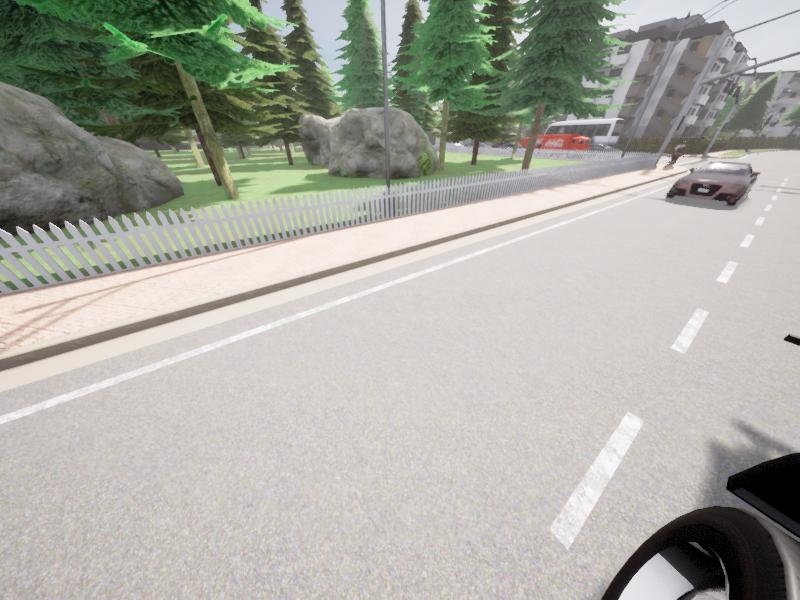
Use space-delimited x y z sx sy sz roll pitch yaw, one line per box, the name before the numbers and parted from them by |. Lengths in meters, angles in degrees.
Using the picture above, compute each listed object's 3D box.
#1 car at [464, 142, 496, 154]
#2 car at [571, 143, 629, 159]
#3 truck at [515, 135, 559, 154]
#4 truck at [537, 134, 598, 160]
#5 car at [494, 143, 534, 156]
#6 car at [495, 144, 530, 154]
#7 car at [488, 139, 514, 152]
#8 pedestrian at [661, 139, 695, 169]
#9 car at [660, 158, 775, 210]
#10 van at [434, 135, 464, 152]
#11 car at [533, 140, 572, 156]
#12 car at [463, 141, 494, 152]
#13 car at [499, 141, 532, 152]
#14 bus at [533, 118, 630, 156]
car | 13.349 -25.724 39.044 1.837 1.490 4.892 -21 40 -26
car | 25.194 -18.952 29.334 2.128 1.511 4.902 -21 40 -26
truck | 22.294 -25.612 37.975 2.627 2.467 5.204 -21 40 -26
truck | 20.918 -19.422 29.198 2.627 2.467 5.204 -21 40 -26
car | 16.917 -22.565 34.535 1.837 1.490 4.892 -21 40 -26
car | 18.368 -24.907 38.022 1.895 1.301 4.718 -21 40 -26
car | 18.615 -28.635 42.796 1.905 1.878 3.866 -21 40 -26
pedestrian | 21.445 -11.291 17.874 0.751 1.860 0.751 -17 38 -22
car | 13.476 -5.069 9.829 4.181 1.385 1.994 -22 40 -27
van | 9.181 -29.836 44.004 1.988 2.561 5.915 -21 40 -26
car | 21.886 -22.031 33.398 1.905 1.878 3.866 -21 40 -26
car | 14.444 -28.514 42.885 2.152 1.651 5.027 -21 40 -26
car | 21.916 -29.292 43.975 1.801 1.575 5.366 -21 40 -26
bus | 27.481 -25.327 35.987 3.944 4.253 10.273 -21 40 -26
